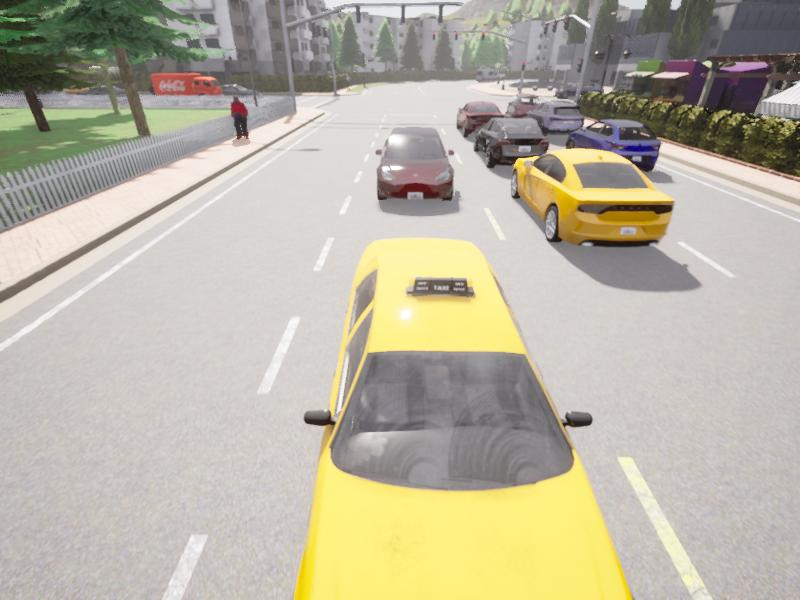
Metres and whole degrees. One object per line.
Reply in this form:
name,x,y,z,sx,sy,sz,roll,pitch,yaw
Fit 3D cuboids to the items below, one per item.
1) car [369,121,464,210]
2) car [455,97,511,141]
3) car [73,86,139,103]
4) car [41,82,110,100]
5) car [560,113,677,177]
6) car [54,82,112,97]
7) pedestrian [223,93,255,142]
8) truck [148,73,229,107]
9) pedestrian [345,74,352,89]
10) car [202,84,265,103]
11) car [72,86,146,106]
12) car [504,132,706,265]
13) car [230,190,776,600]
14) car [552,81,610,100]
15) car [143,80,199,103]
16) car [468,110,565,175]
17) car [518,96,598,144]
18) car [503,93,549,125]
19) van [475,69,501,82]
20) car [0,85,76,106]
car,0.414,-4.074,11.519,2.163,1.488,4.792,1,30,1
car,4.079,-9.396,20.578,1.882,1.535,5.008,1,30,1
car,-28.278,-19.851,38.607,4.718,1.301,1.895,1,30,2
car,-33.803,-21.862,41.749,5.366,1.575,1.801,1,30,2
car,7.464,-5.640,14.225,1.816,1.474,4.193,1,30,1
car,-35.464,-23.609,44.865,4.674,1.442,1.812,1,30,2
pedestrian,-6.948,-7.901,17.322,0.751,1.860,0.751,0,30,1
truck,-18.336,-18.372,34.944,5.204,2.467,2.627,1,30,2
pedestrian,-7.224,-30.823,56.533,0.751,1.860,0.751,2,30,4
car,-15.738,-19.669,38.120,4.902,1.511,2.128,1,30,2
car,-25.688,-18.112,35.442,4.892,1.490,1.837,1,30,2
car,3.909,-2.555,8.875,1.882,1.535,5.008,0,30,0
car,0.319,0.646,3.375,1.801,1.575,5.366,1,32,-1
car,19.341,-22.509,42.976,5.027,1.651,2.152,2,30,3
car,-21.807,-19.965,38.231,3.866,1.878,1.905,1,30,2
car,3.983,-5.922,14.691,2.163,1.488,4.792,0,30,1
car,7.566,-9.002,19.827,2.033,1.649,4.856,1,30,1
car,7.760,-11.997,25.047,1.845,1.501,3.633,2,30,3
van,19.520,-49.584,88.345,5.915,2.561,1.988,-22,37,-33
car,-32.244,-18.256,35.669,4.892,1.490,1.837,1,30,2
